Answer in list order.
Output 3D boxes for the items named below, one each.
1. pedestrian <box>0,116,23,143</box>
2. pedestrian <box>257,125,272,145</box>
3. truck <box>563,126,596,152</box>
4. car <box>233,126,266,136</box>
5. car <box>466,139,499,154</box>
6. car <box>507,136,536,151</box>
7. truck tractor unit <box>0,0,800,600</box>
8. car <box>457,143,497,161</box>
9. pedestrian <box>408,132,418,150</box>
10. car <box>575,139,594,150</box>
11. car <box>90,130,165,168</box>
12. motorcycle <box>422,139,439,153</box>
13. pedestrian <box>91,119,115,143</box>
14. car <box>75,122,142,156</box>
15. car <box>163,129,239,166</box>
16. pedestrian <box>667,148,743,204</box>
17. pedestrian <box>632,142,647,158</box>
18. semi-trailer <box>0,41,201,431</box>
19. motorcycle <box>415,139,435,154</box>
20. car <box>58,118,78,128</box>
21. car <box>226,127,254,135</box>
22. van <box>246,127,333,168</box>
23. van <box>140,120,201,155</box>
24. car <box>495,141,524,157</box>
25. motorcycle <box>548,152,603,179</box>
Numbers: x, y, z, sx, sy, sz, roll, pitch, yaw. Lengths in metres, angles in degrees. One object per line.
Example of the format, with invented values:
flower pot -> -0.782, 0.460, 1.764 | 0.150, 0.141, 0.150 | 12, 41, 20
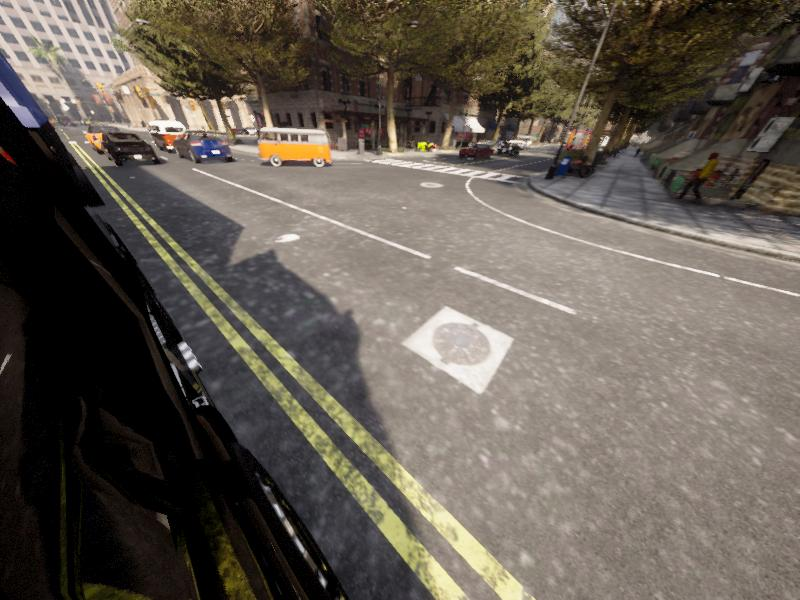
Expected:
pedestrian -> -33.940, -14.653, 19.842 | 0.751, 1.860, 0.751 | 29, 44, 31
pedestrian -> -15.894, -19.387, 27.113 | 0.751, 1.860, 0.751 | 28, 43, 30
truck -> 35.606, -31.723, 45.646 | 2.891, 3.827, 8.468 | 28, 43, 30
car -> -30.978, -34.812, 47.668 | 2.038, 1.542, 4.974 | 28, 43, 30
car -> 11.458, -21.181, 31.863 | 2.231, 1.521, 4.892 | 28, 43, 30
car -> 21.250, -27.382, 40.383 | 2.435, 2.045, 5.566 | 28, 43, 30
truck tractor unit -> -2.645, -0.295, 0.351 | 6.516, 4.208, 3.053 | 28, 44, 30
car -> 7.965, -15.324, 23.848 | 1.895, 1.301, 4.718 | 28, 43, 30
pedestrian -> 1.631, -19.766, 28.706 | 0.751, 1.860, 0.751 | 32, 45, 33
car -> 41.603, -35.108, 52.100 | 2.150, 2.045, 5.566 | 28, 43, 30
car -> -16.010, -8.923, 13.530 | 4.892, 1.490, 1.837 | 28, 43, 30
motorcycle -> 3.584, -17.927, 26.894 | 1.805, 1.236, 0.856 | 8, 37, 7
pedestrian -> -29.994, -17.052, 23.338 | 0.751, 1.860, 0.751 | 30, 45, 32
car -> -21.411, -11.892, 16.969 | 4.553, 1.767, 2.097 | 28, 43, 30
car -> -13.232, -10.220, 15.351 | 5.027, 1.651, 2.152 | 28, 43, 30
pedestrian -> 12.093, -4.943, 9.258 | 0.751, 1.860, 0.751 | -2, 37, -7
pedestrian -> 34.564, -21.692, 33.343 | 0.751, 1.860, 0.751 | 27, 43, 29
semi-trailer -> -8.698, -3.579, 4.264 | 14.254, 4.402, 2.717 | 28, 43, 30
motorcycle -> 2.835, -17.472, 26.301 | 2.033, 1.145, 0.803 | 8, 47, 7
car -> -72.008, -38.437, 50.103 | 4.193, 1.474, 1.816 | 28, 43, 30
car -> -34.002, -35.922, 49.122 | 1.994, 1.385, 4.181 | 28, 43, 30
van -> -6.685, -9.667, 14.697 | 4.442, 1.987, 1.775 | -5, 37, -11
van -> -18.547, -13.195, 18.704 | 4.480, 2.038, 2.069 | 28, 43, 30
car -> 14.126, -19.547, 29.798 | 1.970, 1.475, 3.806 | 28, 43, 30
motorcycle -> 10.786, -8.328, 14.330 | 2.356, 1.277, 0.764 | 8, 27, 7
